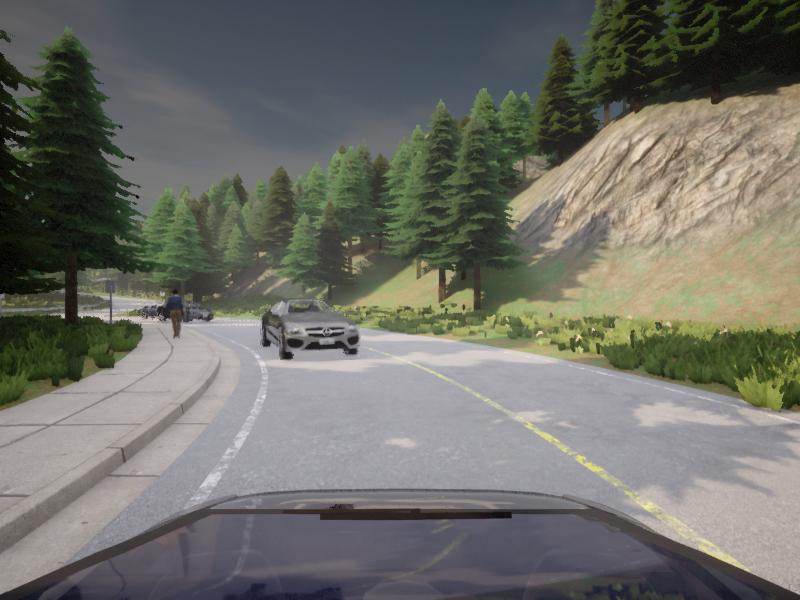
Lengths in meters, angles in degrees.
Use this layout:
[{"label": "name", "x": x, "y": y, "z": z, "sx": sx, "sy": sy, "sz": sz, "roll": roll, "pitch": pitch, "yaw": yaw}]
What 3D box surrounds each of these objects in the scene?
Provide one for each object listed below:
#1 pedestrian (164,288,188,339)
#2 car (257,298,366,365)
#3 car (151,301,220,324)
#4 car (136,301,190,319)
[{"label": "pedestrian", "x": -8.380, "y": 0.485, "z": 14.968, "sx": 0.751, "sy": 1.860, "sz": 0.751, "roll": 0, "pitch": 0, "yaw": -33}, {"label": "car", "x": -3.035, "y": 0.780, "z": 12.640, "sx": 2.152, "sy": 1.651, "sz": 5.027, "roll": 0, "pitch": 0, "yaw": -27}, {"label": "car", "x": -15.342, "y": 0.836, "z": 28.548, "sx": 4.902, "sy": 1.511, "sz": 2.128, "roll": 0, "pitch": 0, "yaw": 32}, {"label": "car", "x": -20.444, "y": 0.853, "z": 34.525, "sx": 3.806, "sy": 1.475, "sz": 1.970, "roll": 0, "pitch": 0, "yaw": 17}]
